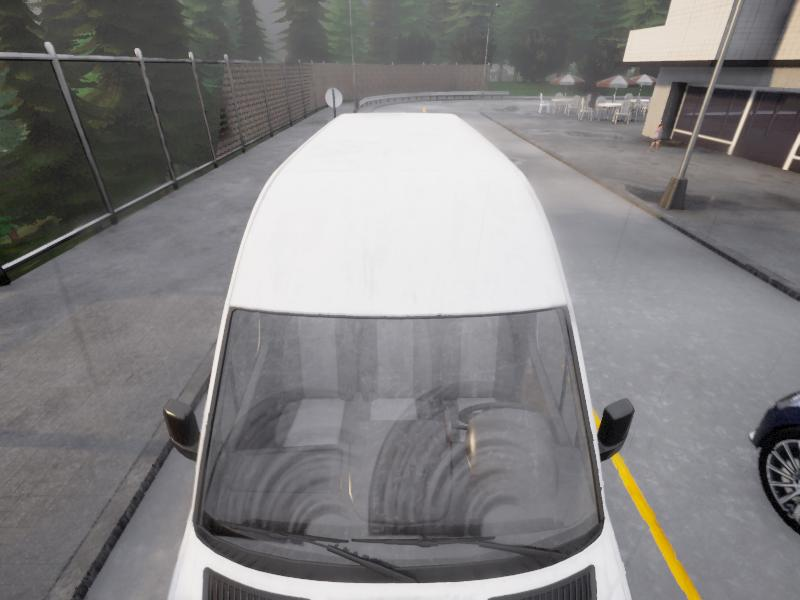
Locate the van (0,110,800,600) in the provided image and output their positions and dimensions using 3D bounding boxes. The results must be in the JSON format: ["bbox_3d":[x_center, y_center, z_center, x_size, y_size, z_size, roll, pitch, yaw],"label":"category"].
[{"bbox_3d":[-0.016,0.046,3.432,1.988,2.561,5.915,0,30,0],"label":"van"}]

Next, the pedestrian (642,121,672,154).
[{"bbox_3d":[9.868,-6.257,15.389,0.500,1.100,0.500,1,30,2],"label":"pedestrian"}]

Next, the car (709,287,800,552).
[{"bbox_3d":[3.985,1.888,1.177,2.152,1.651,5.027,0,30,0],"label":"car"}]
